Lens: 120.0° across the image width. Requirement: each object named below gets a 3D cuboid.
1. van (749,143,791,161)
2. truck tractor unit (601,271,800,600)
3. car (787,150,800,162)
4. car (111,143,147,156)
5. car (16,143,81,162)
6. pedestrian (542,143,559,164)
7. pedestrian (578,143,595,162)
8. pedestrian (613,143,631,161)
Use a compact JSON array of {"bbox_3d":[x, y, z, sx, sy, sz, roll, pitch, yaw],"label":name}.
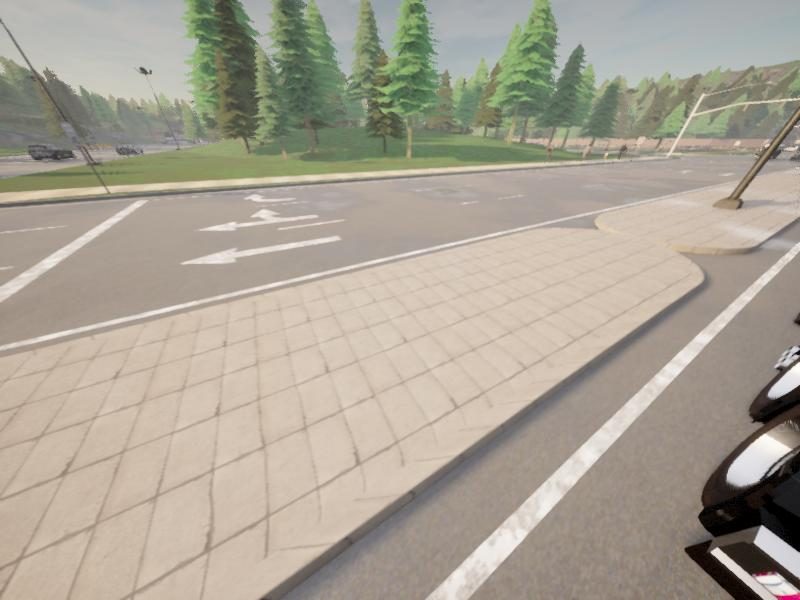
[{"bbox_3d":[56.826,-22.723,35.471,4.480,2.038,2.069,-18,39,-22],"label":"van"},{"bbox_3d":[5.122,-0.287,0.775,6.516,4.208,3.053,-18,38,-24],"label":"truck tractor unit"},{"bbox_3d":[57.912,-20.500,32.895,4.181,1.385,1.994,-17,38,-23],"label":"car"},{"bbox_3d":[-42.099,-23.540,36.003,2.038,1.542,4.974,-17,38,-23],"label":"car"},{"bbox_3d":[-39.860,-16.929,26.449,2.033,1.649,4.856,-17,38,-23],"label":"car"},{"bbox_3d":[16.308,-15.910,25.081,0.751,1.860,0.751,-16,38,-23],"label":"pedestrian"},{"bbox_3d":[22.305,-17.659,27.660,0.751,1.860,0.751,-17,39,-23],"label":"pedestrian"},{"bbox_3d":[28.555,-19.050,29.727,0.751,1.860,0.751,-22,41,-28],"label":"pedestrian"}]
